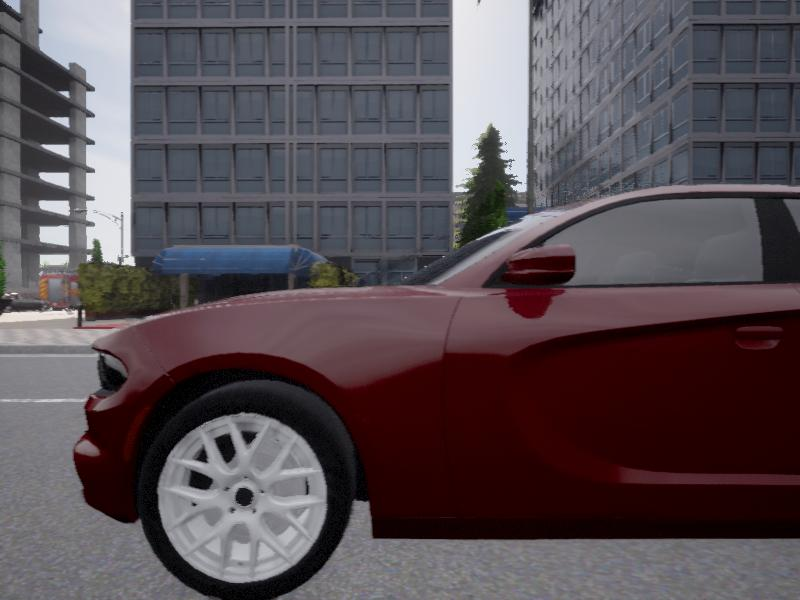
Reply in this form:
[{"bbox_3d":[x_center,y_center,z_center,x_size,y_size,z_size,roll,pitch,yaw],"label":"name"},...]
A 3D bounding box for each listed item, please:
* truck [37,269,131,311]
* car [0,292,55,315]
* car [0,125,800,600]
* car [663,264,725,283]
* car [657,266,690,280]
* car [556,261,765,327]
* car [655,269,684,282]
[{"bbox_3d":[-31.965,-0.907,41.119,2.891,3.827,8.468,0,0,0],"label":"truck"},{"bbox_3d":[-28.543,0.240,29.645,2.007,1.525,4.514,0,0,0],"label":"car"},{"bbox_3d":[1.113,0.223,2.202,5.008,1.535,1.882,0,0,0],"label":"car"},{"bbox_3d":[10.664,-0.951,14.634,1.642,0.535,1.750,0,0,31],"label":"car"},{"bbox_3d":[9.695,-0.943,14.202,0.945,0.468,0.156,0,0,31],"label":"car"},{"bbox_3d":[9.495,-0.201,15.323,6.274,2.098,2.390,0,0,31],"label":"car"},{"bbox_3d":[10.572,-0.944,15.691,0.945,0.468,0.156,0,0,31],"label":"car"}]
